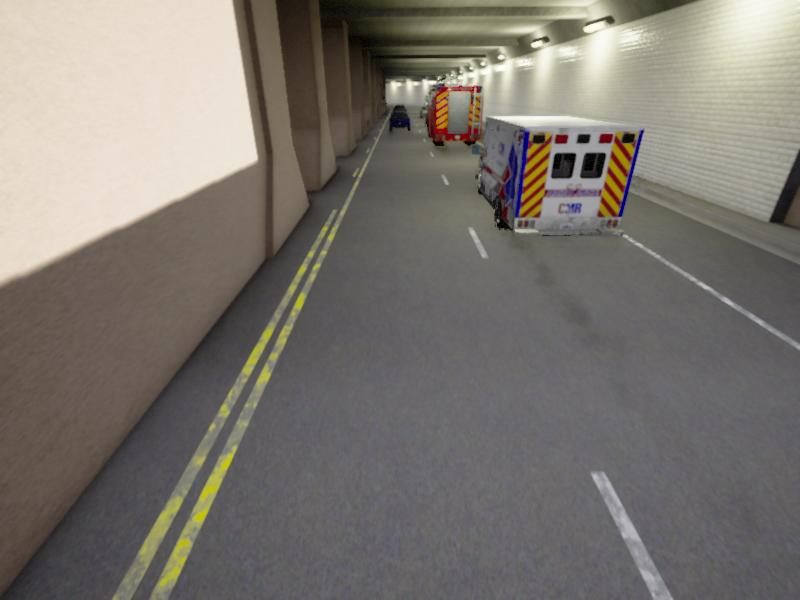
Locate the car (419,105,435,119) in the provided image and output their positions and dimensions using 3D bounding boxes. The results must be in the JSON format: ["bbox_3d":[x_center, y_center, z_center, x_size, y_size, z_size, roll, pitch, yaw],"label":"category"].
[{"bbox_3d":[3.482,-24.777,52.676,1.845,1.501,3.633,0,27,0],"label":"car"}]

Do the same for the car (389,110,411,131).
[{"bbox_3d":[-0.014,-16.771,37.269,1.882,1.535,5.008,0,27,0],"label":"car"}]

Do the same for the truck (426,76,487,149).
[{"bbox_3d":[3.480,-12.791,27.038,2.891,3.827,8.468,0,27,1],"label":"truck"}]

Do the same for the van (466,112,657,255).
[{"bbox_3d":[3.492,-3.502,10.628,2.351,2.431,6.366,0,27,0],"label":"van"}]

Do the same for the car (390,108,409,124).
[{"bbox_3d":[-0.014,-20.766,45.136,2.033,1.411,5.357,0,27,0],"label":"car"}]

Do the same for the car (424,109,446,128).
[{"bbox_3d":[3.486,-18.256,40.180,1.812,1.442,4.674,0,27,0],"label":"car"}]
